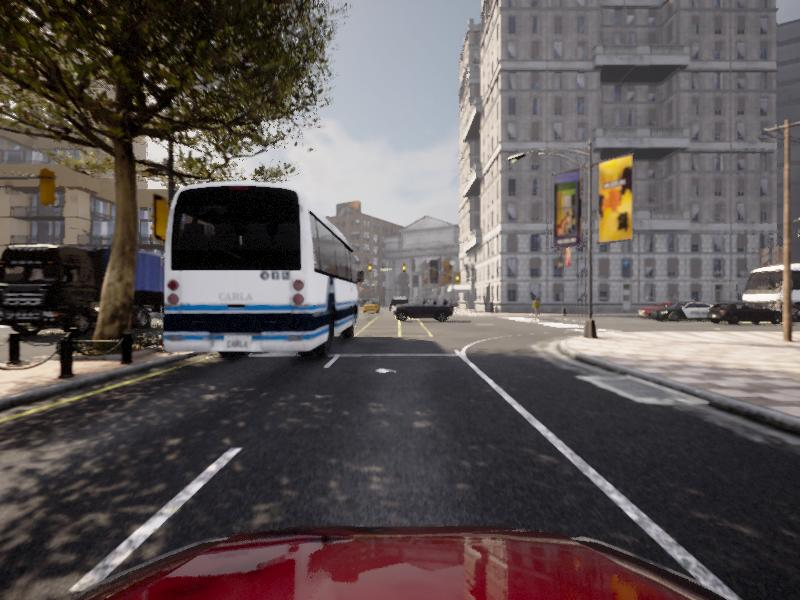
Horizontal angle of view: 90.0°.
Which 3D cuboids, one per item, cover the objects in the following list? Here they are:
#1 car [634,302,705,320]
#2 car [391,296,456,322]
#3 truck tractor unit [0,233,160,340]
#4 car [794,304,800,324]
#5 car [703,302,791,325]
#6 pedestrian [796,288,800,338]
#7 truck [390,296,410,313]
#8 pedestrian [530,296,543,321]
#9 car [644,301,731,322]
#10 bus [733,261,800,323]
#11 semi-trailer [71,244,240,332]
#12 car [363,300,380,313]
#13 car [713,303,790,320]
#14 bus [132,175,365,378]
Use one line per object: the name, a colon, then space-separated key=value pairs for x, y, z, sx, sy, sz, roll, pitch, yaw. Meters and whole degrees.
car: x=22.207 y=0.868 z=33.097 sx=4.674 sy=1.442 sz=1.812 roll=0 pitch=0 yaw=0
car: x=1.660 y=0.653 z=29.484 sx=4.605 sy=1.855 sz=1.932 roll=0 pitch=0 yaw=0
truck tractor unit: x=-14.997 y=-0.523 z=19.135 sx=3.053 sy=4.208 sz=6.516 roll=0 pitch=0 yaw=0
car: x=29.047 y=0.943 z=26.121 sx=4.718 sy=1.301 sz=1.895 roll=0 pitch=0 yaw=0
car: x=22.544 y=0.853 z=26.114 sx=4.193 sy=1.474 sz=1.816 roll=0 pitch=0 yaw=0
pedestrian: x=15.121 y=0.484 z=14.506 sx=0.751 sy=1.860 sz=0.751 roll=0 pitch=0 yaw=0
truck: x=-0.006 y=0.540 z=52.493 sx=2.390 sy=2.098 sz=6.274 roll=0 pitch=0 yaw=0
pedestrian: x=10.494 y=0.636 z=30.798 sx=0.751 sy=1.860 sz=0.751 roll=0 pitch=0 yaw=0
car: x=21.152 y=0.825 z=29.597 sx=4.974 sy=1.542 sz=2.038 roll=0 pitch=0 yaw=0
bus: x=31.360 y=-0.535 z=29.512 sx=10.273 sy=4.253 sz=3.944 roll=0 pitch=0 yaw=0
semi-trailer: x=-15.002 y=-0.619 z=27.049 sx=2.717 sy=4.402 sz=14.254 roll=0 pitch=0 yaw=0
car: x=-3.507 y=0.799 z=50.136 sx=1.801 sy=1.575 sz=5.366 roll=0 pitch=0 yaw=0
car: x=29.054 y=0.942 z=33.131 sx=4.718 sy=1.301 sz=1.895 roll=0 pitch=0 yaw=0
bus: x=-3.622 y=-0.530 z=13.503 sx=3.944 sy=4.253 sz=10.273 roll=0 pitch=1 yaw=0
